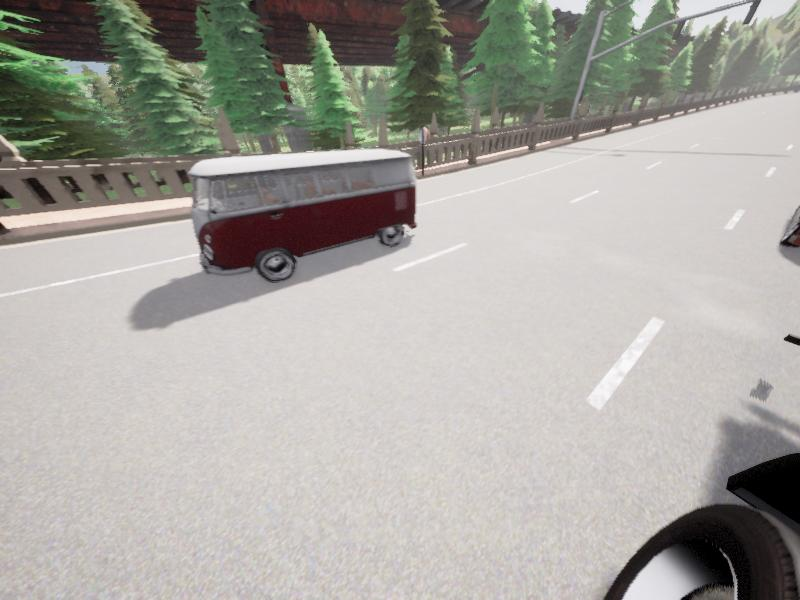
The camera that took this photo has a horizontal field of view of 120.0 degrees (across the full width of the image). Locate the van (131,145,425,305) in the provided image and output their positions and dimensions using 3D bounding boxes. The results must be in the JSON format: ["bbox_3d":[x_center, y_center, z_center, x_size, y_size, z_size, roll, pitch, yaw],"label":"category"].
[{"bbox_3d":[-1.794,-1.929,4.868,4.442,1.987,1.775,-24,41,-27],"label":"van"}]

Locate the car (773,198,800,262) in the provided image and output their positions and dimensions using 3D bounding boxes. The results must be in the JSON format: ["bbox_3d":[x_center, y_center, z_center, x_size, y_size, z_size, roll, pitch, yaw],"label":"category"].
[{"bbox_3d":[9.520,-1.753,4.334,4.181,1.385,1.994,-26,42,-26],"label":"car"}]
